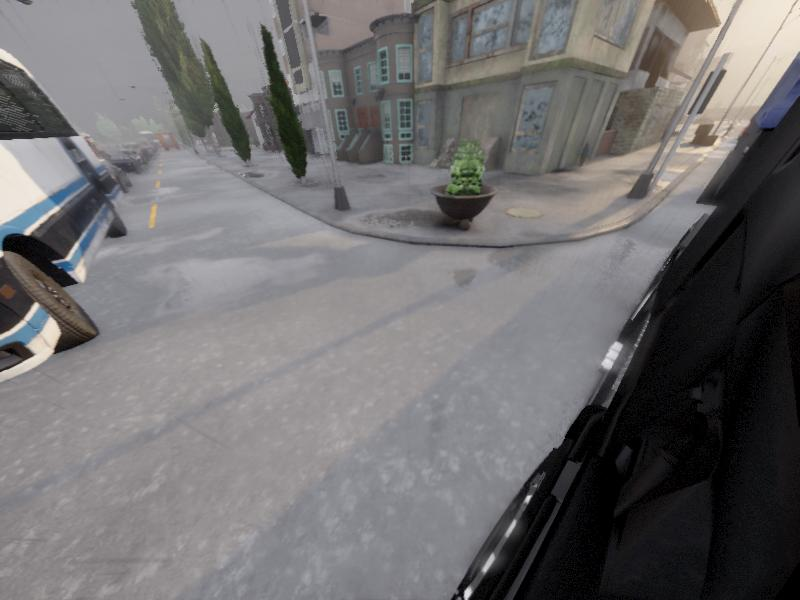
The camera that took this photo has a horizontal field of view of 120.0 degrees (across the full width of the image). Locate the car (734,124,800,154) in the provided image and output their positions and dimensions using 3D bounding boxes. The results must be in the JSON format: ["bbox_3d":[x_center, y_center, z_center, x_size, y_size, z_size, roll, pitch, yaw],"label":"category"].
[{"bbox_3d":[24.273,-10.672,15.239,4.181,1.385,1.994,-28,44,-30],"label":"car"}]

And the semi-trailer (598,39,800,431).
[{"bbox_3d":[8.691,-3.608,4.237,14.254,4.402,2.717,-28,44,-30],"label":"semi-trailer"}]

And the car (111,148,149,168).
[{"bbox_3d":[-28.806,-15.288,24.790,1.970,1.475,3.806,-28,44,-30],"label":"car"}]

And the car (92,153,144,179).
[{"bbox_3d":[-22.230,-10.737,18.416,1.895,1.301,4.718,-28,44,-30],"label":"car"}]

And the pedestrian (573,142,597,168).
[{"bbox_3d":[9.593,-7.524,11.989,0.500,1.100,0.500,-28,43,-30],"label":"pedestrian"}]

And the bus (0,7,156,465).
[{"bbox_3d":[-7.655,-2.124,3.443,3.944,4.253,10.273,-29,45,-31],"label":"bus"}]

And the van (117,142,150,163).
[{"bbox_3d":[-33.427,-18.635,29.150,1.775,1.987,4.442,-28,44,-30],"label":"van"}]

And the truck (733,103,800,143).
[{"bbox_3d":[31.520,-14.992,19.645,5.204,2.467,2.627,-28,43,-30],"label":"truck"}]

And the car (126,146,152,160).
[{"bbox_3d":[-37.639,-21.310,33.436,1.816,1.474,4.193,-28,44,-30],"label":"car"}]

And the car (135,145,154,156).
[{"bbox_3d":[-46.700,-27.473,42.307,1.812,1.442,4.674,-28,44,-30],"label":"car"}]

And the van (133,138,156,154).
[{"bbox_3d":[-52.132,-31.611,47.255,1.988,2.561,5.915,-28,44,-30],"label":"van"}]

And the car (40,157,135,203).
[{"bbox_3d":[-15.597,-6.277,11.856,1.970,1.475,3.806,-28,44,-30],"label":"car"}]

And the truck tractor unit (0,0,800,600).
[{"bbox_3d":[2.645,-0.295,0.351,6.516,4.208,3.053,-28,44,-30],"label":"truck tractor unit"}]

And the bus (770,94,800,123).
[{"bbox_3d":[78.945,-38.029,45.919,10.273,4.253,3.944,-28,44,-30],"label":"bus"}]

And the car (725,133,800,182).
[{"bbox_3d":[16.087,-6.266,9.930,4.718,1.301,1.895,-28,44,-30],"label":"car"}]

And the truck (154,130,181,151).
[{"bbox_3d":[-55.204,-37.918,54.860,2.891,3.827,8.468,-28,44,-30],"label":"truck"}]
